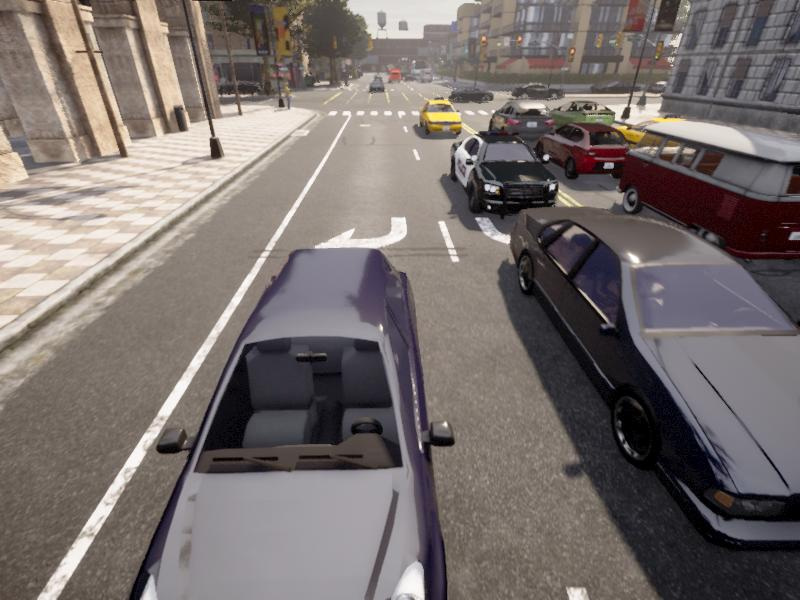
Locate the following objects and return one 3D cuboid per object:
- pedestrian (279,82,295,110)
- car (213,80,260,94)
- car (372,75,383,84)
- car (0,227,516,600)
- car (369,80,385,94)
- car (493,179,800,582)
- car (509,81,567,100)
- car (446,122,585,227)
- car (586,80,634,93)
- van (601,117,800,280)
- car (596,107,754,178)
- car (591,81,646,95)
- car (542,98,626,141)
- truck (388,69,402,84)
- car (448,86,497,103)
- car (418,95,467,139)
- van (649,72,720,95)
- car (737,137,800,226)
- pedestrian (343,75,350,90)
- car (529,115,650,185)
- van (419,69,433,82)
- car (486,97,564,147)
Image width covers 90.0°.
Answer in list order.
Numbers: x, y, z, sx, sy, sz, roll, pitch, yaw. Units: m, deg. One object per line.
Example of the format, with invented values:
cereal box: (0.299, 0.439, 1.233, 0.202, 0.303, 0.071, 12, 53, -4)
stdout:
pedestrian: (-8.305, -15.053, 29.533, 0.751, 1.860, 0.751, 0, 30, 0)
car: (-20.450, -26.794, 50.350, 4.902, 1.511, 2.128, -1, 30, -2)
car: (-4.541, -45.534, 82.401, 2.128, 1.511, 4.902, -1, 30, -2)
car: (-0.597, 0.785, 3.140, 1.845, 1.501, 3.633, -1, 30, -2)
car: (-3.005, -27.955, 52.406, 1.994, 1.385, 4.181, -1, 30, -2)
car: (2.825, -0.056, 4.717, 2.033, 1.411, 5.357, -1, 30, -2)
car: (14.248, -21.733, 41.533, 5.238, 1.638, 1.930, -1, 30, -2)
car: (2.598, -3.521, 10.503, 2.038, 1.542, 4.974, -1, 30, -2)
car: (27.219, -27.722, 51.937, 4.792, 1.488, 2.163, -1, 30, -2)
van: (6.203, -2.328, 8.017, 1.775, 1.987, 4.442, -1, 30, -2)
car: (9.439, -5.876, 14.483, 1.801, 1.575, 5.366, -1, 30, -2)
car: (26.620, -25.903, 48.914, 5.357, 1.411, 2.033, -1, 30, -2)
car: (9.137, -9.317, 20.420, 2.007, 1.525, 4.514, -1, 30, -2)
truck: (-1.012, -45.693, 81.656, 2.627, 2.467, 5.204, -1, 30, -2)
car: (6.860, -19.704, 38.328, 4.181, 1.385, 1.994, -1, 30, -2)
car: (2.093, -9.834, 21.243, 1.801, 1.575, 5.366, -1, 30, -2)
van: (34.667, -26.506, 48.926, 6.366, 2.431, 2.351, -1, 30, -2)
car: (9.691, -2.313, 8.421, 1.789, 1.549, 3.705, -1, 30, -2)
pedestrian: (-7.814, -31.657, 58.216, 0.751, 1.860, 0.751, -12, 32, -19)
car: (5.991, -5.127, 13.306, 1.816, 1.474, 4.193, -1, 30, -2)
van: (5.693, -49.139, 87.586, 2.351, 2.431, 6.366, -1, 30, -2)
car: (5.691, -8.542, 18.949, 2.242, 1.667, 4.611, 1, 30, 1)
